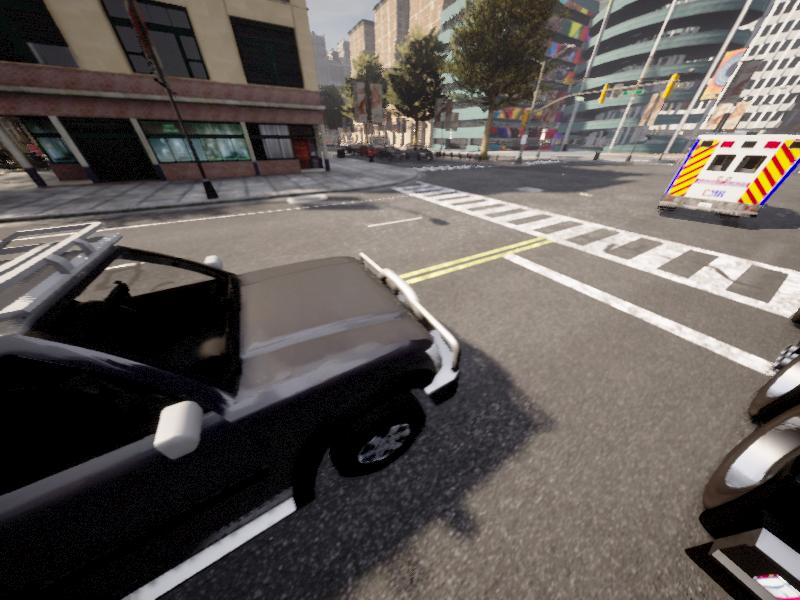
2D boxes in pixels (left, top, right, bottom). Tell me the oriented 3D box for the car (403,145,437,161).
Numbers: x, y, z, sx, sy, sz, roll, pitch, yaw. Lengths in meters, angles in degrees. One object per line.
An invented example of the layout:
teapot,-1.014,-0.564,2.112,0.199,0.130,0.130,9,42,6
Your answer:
car,2.585,-19.829,31.049,2.242,1.667,4.611,-18,39,-24

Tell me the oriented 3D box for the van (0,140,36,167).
van,-39.433,-14.369,22.536,2.069,2.038,4.480,-18,39,-24

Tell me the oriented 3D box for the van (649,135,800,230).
van,12.425,-4.924,9.053,6.366,2.431,2.351,-28,44,-35

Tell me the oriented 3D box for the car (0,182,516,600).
car,-1.886,0.613,1.468,4.605,1.855,1.932,-19,39,-24

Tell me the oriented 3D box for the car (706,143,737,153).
car,75.517,-35.771,54.383,1.905,1.878,3.866,6,35,8

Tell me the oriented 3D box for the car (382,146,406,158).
car,-1.027,-23.305,36.279,1.994,1.385,4.181,-18,39,-24

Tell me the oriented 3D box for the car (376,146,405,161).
car,-1.347,-19.694,31.022,1.812,1.442,4.674,-18,39,-24

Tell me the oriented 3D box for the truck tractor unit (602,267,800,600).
truck tractor unit,5.113,-0.298,0.775,6.516,4.208,3.053,-18,39,-24

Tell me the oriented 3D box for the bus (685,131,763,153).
bus,79.380,-39.160,57.192,3.944,4.253,10.273,0,35,-1

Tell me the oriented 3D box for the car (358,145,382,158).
car,-4.698,-23.022,35.703,2.007,1.525,4.514,-18,39,-24

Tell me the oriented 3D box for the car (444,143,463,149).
car,14.846,-42.932,64.344,2.161,1.482,4.786,-18,39,-24

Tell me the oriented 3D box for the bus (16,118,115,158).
bus,-48.131,-23.801,34.078,3.944,4.253,10.273,-18,39,-24

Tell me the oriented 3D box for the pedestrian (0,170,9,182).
pedestrian,-23.302,-7.544,12.711,0.751,1.860,0.751,-16,38,-22

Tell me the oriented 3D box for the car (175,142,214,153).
car,-40.222,-29.987,45.369,5.366,1.575,1.801,-19,39,-25
